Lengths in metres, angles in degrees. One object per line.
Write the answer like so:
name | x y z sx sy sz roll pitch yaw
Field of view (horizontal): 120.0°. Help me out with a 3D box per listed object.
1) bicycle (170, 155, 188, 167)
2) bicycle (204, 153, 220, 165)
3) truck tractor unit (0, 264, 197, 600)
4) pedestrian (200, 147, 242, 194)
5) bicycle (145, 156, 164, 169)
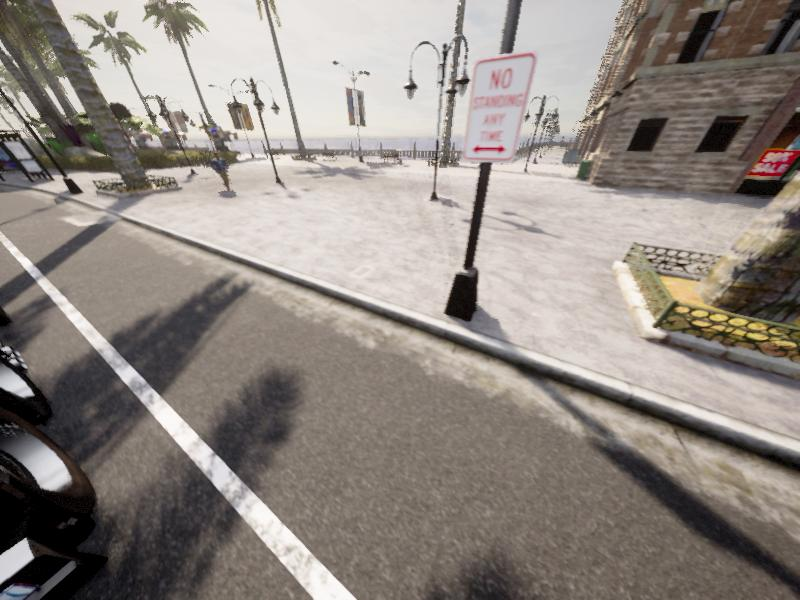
bicycle | -22.079 -13.907 23.122 1.643 1.024 0.373 18 39 24
bicycle | -20.600 -15.416 25.277 1.643 1.024 0.373 18 39 24
truck tractor unit | -5.114 -0.296 0.788 6.516 4.208 3.053 18 39 24
pedestrian | -8.498 -6.178 11.060 0.751 1.860 0.751 19 39 25
bicycle | -23.065 -12.901 21.685 1.643 1.024 0.373 18 39 24
